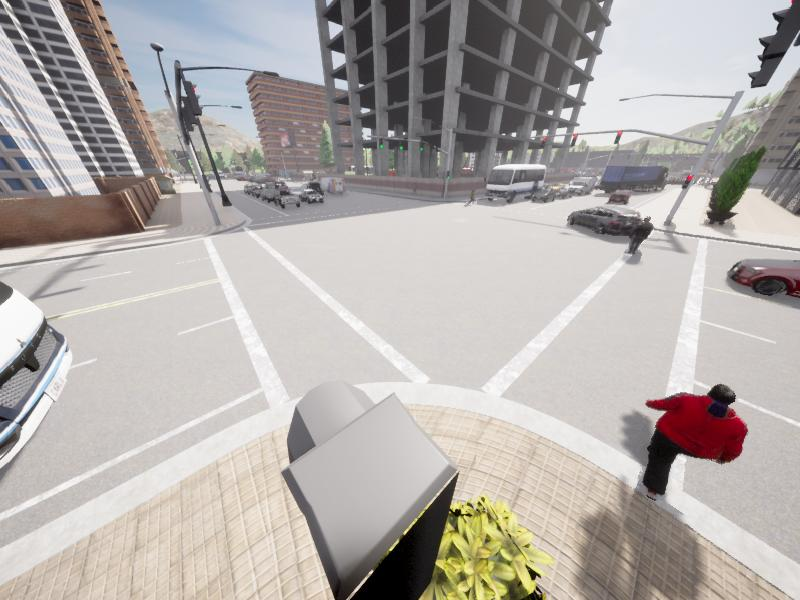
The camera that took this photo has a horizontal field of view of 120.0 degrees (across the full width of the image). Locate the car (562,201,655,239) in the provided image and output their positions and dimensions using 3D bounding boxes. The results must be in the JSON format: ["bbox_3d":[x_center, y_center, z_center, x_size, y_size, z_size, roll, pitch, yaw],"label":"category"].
[{"bbox_3d":[14.334,-5.815,16.408,2.242,1.667,4.611,-1,30,0],"label":"car"}]

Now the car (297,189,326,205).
[{"bbox_3d":[-11.249,-13.098,29.215,1.970,1.475,3.806,-22,37,-33],"label":"car"}]

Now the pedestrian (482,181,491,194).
[{"bbox_3d":[13.931,-18.222,37.353,0.751,1.860,0.751,-24,38,-35],"label":"pedestrian"}]

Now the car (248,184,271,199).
[{"bbox_3d":[-21.131,-16.369,34.750,1.851,1.617,3.988,-22,37,-34],"label":"car"}]

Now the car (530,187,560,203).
[{"bbox_3d":[19.024,-13.768,30.300,3.705,1.549,1.789,-23,37,-34],"label":"car"}]

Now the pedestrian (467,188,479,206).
[{"bbox_3d":[8.386,-11.893,26.696,0.751,1.860,0.751,-21,36,-32],"label":"pedestrian"}]

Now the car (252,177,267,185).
[{"bbox_3d":[-37.266,-31.540,61.192,2.128,1.511,4.902,-22,37,-34],"label":"car"}]

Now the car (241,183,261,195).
[{"bbox_3d":[-25.067,-18.693,38.909,1.816,1.474,4.193,-22,37,-34],"label":"car"}]

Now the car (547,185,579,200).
[{"bbox_3d":[23.938,-15.821,33.898,4.902,1.511,2.128,-23,37,-34],"label":"car"}]

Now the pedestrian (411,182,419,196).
[{"bbox_3d":[2.225,-16.686,34.698,0.751,1.860,0.751,-17,34,-27],"label":"pedestrian"}]

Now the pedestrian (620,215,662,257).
[{"bbox_3d":[12.139,-3.240,11.709,0.751,1.860,0.751,18,34,28],"label":"pedestrian"}]

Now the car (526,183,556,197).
[{"bbox_3d":[22.490,-17.570,36.767,4.611,1.667,2.242,-23,37,-34],"label":"car"}]

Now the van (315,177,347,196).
[{"bbox_3d":[-11.593,-19.201,38.835,2.351,2.431,6.366,-22,37,-34],"label":"van"}]

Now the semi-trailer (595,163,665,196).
[{"bbox_3d":[38.730,-20.314,38.771,14.254,4.402,2.717,-16,34,-26],"label":"semi-trailer"}]

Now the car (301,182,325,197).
[{"bbox_3d":[-13.761,-17.534,36.484,1.905,1.878,3.866,-23,37,-34],"label":"car"}]

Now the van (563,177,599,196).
[{"bbox_3d":[29.749,-18.670,37.915,6.366,2.431,2.351,-23,37,-34],"label":"van"}]

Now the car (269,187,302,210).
[{"bbox_3d":[-13.065,-11.646,26.299,1.932,1.855,4.605,-21,36,-32],"label":"car"}]

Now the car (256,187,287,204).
[{"bbox_3d":[-17.016,-13.831,30.482,2.163,1.488,4.792,-23,37,-34],"label":"car"}]

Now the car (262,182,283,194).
[{"bbox_3d":[-22.848,-20.105,41.335,1.837,1.490,4.892,-22,37,-33],"label":"car"}]

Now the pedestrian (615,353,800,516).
[{"bbox_3d":[3.769,1.769,3.032,0.751,1.860,0.751,24,38,35],"label":"pedestrian"}]

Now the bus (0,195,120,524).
[{"bbox_3d":[-9.885,1.753,0.719,10.273,4.253,3.944,-23,37,-34],"label":"bus"}]

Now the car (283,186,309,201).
[{"bbox_3d":[-14.901,-15.280,33.028,1.812,1.442,4.674,-22,37,-34],"label":"car"}]

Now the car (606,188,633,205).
[{"bbox_3d":[27.946,-13.211,29.351,1.882,1.535,5.008,24,38,35],"label":"car"}]

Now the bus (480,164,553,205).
[{"bbox_3d":[15.792,-15.784,31.093,10.273,4.253,3.944,-23,37,-34],"label":"bus"}]

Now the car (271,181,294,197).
[{"bbox_3d":[-18.776,-17.815,36.971,1.905,1.878,3.866,-23,37,-34],"label":"car"}]

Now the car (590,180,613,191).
[{"bbox_3d":[39.578,-22.473,45.289,5.238,1.638,1.930,-23,37,-34],"label":"car"}]

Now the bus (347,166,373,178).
[{"bbox_3d":[-16.947,-54.637,98.379,10.273,4.253,3.944,-23,37,-34],"label":"bus"}]

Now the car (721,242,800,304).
[{"bbox_3d":[14.597,-0.639,7.743,1.994,1.385,4.181,-25,38,-36],"label":"car"}]

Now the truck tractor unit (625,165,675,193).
[{"bbox_3d":[45.605,-22.184,42.214,6.516,4.208,3.053,-16,34,-24],"label":"truck tractor unit"}]

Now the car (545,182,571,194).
[{"bbox_3d":[27.903,-19.813,40.743,5.366,1.575,1.801,-23,37,-34],"label":"car"}]
